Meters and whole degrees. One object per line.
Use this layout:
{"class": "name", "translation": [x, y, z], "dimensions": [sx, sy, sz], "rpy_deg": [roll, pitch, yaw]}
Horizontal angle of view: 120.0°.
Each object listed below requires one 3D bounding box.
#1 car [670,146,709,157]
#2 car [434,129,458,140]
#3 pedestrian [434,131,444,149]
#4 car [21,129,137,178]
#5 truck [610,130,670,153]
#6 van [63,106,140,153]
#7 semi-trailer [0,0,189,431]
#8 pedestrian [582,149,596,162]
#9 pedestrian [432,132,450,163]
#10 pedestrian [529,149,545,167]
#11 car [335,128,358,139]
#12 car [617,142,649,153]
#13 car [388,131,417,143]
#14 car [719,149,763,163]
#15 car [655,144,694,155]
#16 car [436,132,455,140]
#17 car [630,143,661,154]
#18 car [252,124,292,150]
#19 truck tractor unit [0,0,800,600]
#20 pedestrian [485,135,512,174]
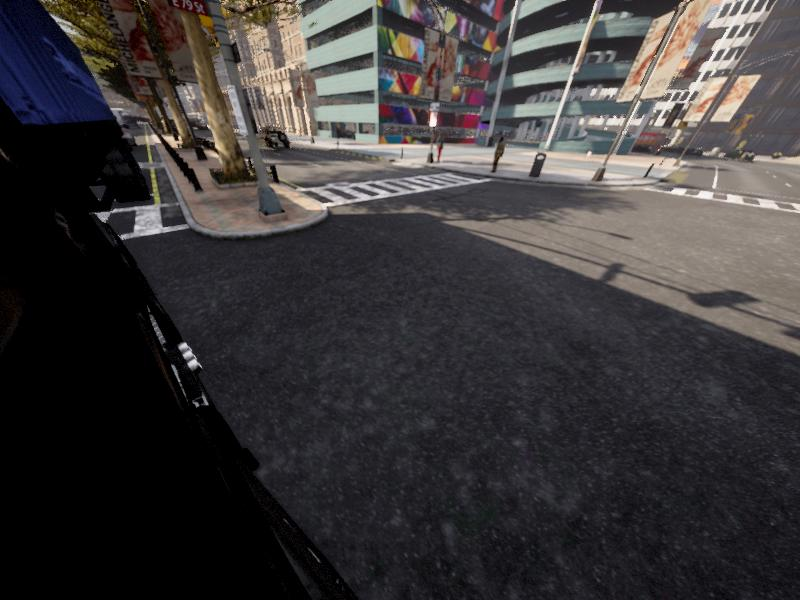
{"class": "car", "translation": [54.988, -28.287, 44.009], "dimensions": [1.994, 1.385, 4.181], "rpy_deg": [1, 37, -2]}
{"class": "car", "translation": [12.083, -43.848, 61.158], "dimensions": [2.435, 2.045, 5.566], "rpy_deg": [-26, 45, -33]}
{"class": "pedestrian", "translation": [5.042, -20.499, 29.605], "dimensions": [0.751, 1.860, 0.751], "rpy_deg": [23, 41, 25]}
{"class": "car", "translation": [-14.618, -7.079, 10.959], "dimensions": [2.163, 1.488, 4.792], "rpy_deg": [-25, 45, -31]}
{"class": "truck", "translation": [53.847, -36.132, 52.402], "dimensions": [2.891, 3.827, 8.468], "rpy_deg": [-8, 38, -14]}
{"class": "van", "translation": [-22.251, -13.019, 17.612], "dimensions": [2.351, 2.431, 6.366], "rpy_deg": [-26, 46, -33]}
{"class": "semi-trailer", "translation": [-8.095, -3.959, 4.739], "dimensions": [2.717, 4.402, 14.254], "rpy_deg": [-27, 46, -33]}
{"class": "pedestrian", "translation": [18.591, -14.215, 22.713], "dimensions": [0.500, 1.100, 0.500], "rpy_deg": [-20, 42, -27]}
{"class": "pedestrian", "translation": [2.995, -11.303, 17.151], "dimensions": [0.751, 1.860, 0.751], "rpy_deg": [-17, 41, -25]}
{"class": "pedestrian", "translation": [10.533, -10.931, 17.785], "dimensions": [0.500, 1.100, 0.500], "rpy_deg": [-14, 40, -21]}
{"class": "car", "translation": [-10.340, -32.234, 44.769], "dimensions": [2.161, 1.482, 4.786], "rpy_deg": [-26, 45, -33]}
{"class": "car", "translation": [50.883, -33.436, 50.585], "dimensions": [2.007, 1.525, 4.514], "rpy_deg": [-3, 37, -8]}
{"class": "car", "translation": [0.371, -28.317, 40.160], "dimensions": [2.128, 1.511, 4.902], "rpy_deg": [-26, 45, -33]}
{"class": "car", "translation": [53.130, -22.612, 36.152], "dimensions": [1.789, 1.549, 3.705], "rpy_deg": [12, 38, 12]}
{"class": "car", "translation": [58.236, -32.003, 49.157], "dimensions": [2.128, 1.511, 4.902], "rpy_deg": [-3, 37, -8]}
{"class": "car", "translation": [12.030, -43.561, 61.427], "dimensions": [2.007, 1.523, 4.514], "rpy_deg": [-26, 45, -33]}
{"class": "car", "translation": [48.035, -29.704, 45.302], "dimensions": [1.789, 1.549, 3.705], "rpy_deg": [1, 37, -2]}
{"class": "car", "translation": [-13.023, -16.633, 23.519], "dimensions": [1.932, 1.855, 4.605], "rpy_deg": [-26, 46, -33]}
{"class": "truck tractor unit", "translation": [-2.645, -0.295, 0.351], "dimensions": [6.516, 4.208, 3.053], "rpy_deg": [28, 44, 30]}
{"class": "pedestrian", "translation": [5.837, -8.660, 13.798], "dimensions": [0.751, 1.860, 0.751], "rpy_deg": [-15, 40, -22]}
